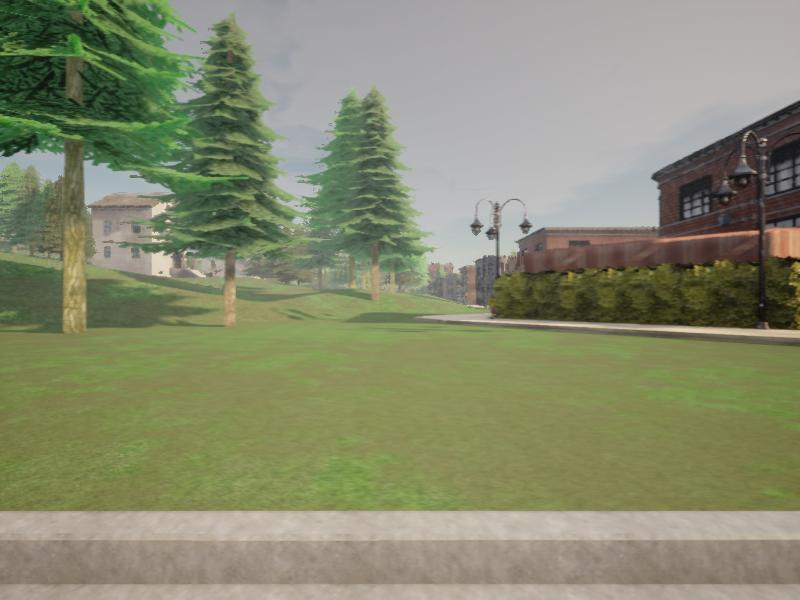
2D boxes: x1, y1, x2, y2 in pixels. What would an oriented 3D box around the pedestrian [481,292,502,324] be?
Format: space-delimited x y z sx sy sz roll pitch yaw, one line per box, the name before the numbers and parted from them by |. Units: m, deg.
pedestrian | 3.177 0.264 13.914 0.500 1.100 0.500 0 0 -36
